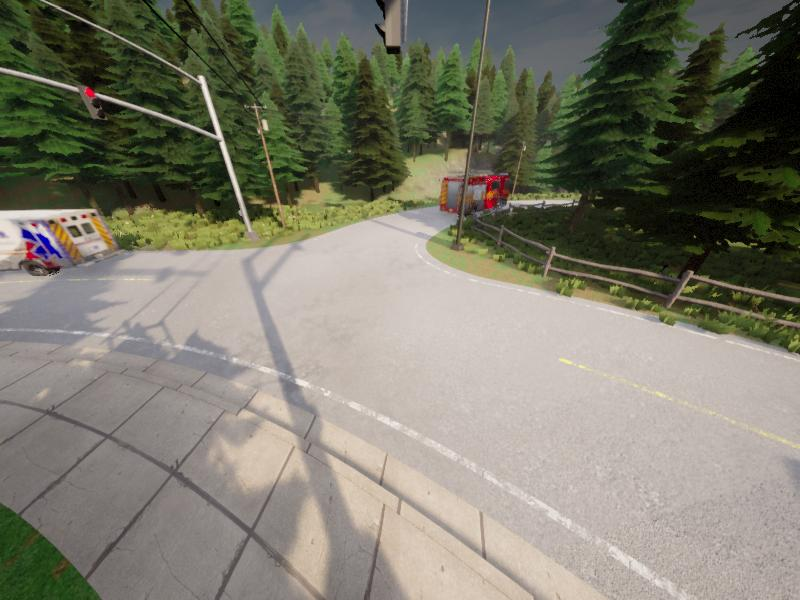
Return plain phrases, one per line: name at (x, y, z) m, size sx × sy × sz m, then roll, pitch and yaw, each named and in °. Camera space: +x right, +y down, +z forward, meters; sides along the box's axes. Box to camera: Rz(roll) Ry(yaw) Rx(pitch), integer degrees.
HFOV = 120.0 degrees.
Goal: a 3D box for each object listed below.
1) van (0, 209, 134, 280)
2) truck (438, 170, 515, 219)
van at (-16.999, -2.458, 10.139) m, size 6.366 × 2.431 × 2.351 m, roll -4°, pitch 30°, yaw -8°
truck at (7.885, -10.959, 23.522) m, size 8.468 × 3.827 × 2.891 m, roll -24°, pitch 37°, yaw -35°
